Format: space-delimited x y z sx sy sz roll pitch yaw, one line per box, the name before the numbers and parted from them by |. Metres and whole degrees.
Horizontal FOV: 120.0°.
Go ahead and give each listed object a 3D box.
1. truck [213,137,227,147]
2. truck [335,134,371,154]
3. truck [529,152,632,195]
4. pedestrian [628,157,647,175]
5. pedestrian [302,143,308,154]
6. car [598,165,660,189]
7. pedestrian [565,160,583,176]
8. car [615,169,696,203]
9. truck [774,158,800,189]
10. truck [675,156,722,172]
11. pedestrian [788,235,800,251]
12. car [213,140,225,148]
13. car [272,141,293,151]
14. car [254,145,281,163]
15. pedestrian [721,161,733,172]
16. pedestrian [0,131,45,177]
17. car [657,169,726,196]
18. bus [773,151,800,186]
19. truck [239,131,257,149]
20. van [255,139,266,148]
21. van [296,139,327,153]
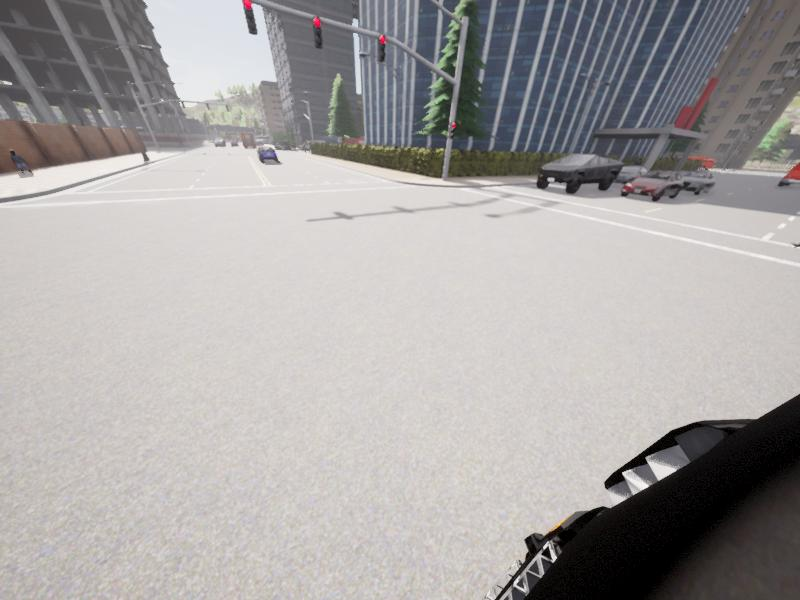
truck | -52.341 -46.008 67.242 2.390 2.098 6.274 -16 38 -26
truck | -12.189 -40.727 60.455 8.468 3.827 2.891 -17 38 -26
truck | 12.019 -8.492 15.402 6.274 2.098 2.390 -16 38 -26
pedestrian | 29.348 -16.604 28.549 0.751 1.860 0.751 -17 38 -26
pedestrian | -19.224 -30.678 46.722 0.751 1.860 0.751 -12 36 -20
car | 18.810 -10.200 18.987 4.674 1.442 1.812 -16 38 -26
pedestrian | 17.975 -13.634 23.869 0.751 1.300 0.751 -15 38 -24
car | 15.312 -6.944 13.870 4.193 1.474 1.816 -16 38 -26
truck | 41.423 -12.708 23.294 5.204 2.467 2.627 -16 38 -26
truck | 63.747 -29.222 49.516 2.627 2.467 5.204 -16 38 -26
pedestrian | 11.933 -1.964 6.329 0.751 1.300 0.751 -17 39 -27
car | -47.911 -41.319 61.159 2.033 1.411 5.357 -16 38 -26
car | -28.986 -38.044 57.106 3.866 1.878 1.905 5 34 4
car | -15.478 -17.013 26.918 2.007 1.525 4.514 -16 38 -26
pedestrian | 70.815 -28.921 50.009 0.751 1.860 0.751 -20 40 -30
pedestrian | -19.115 -7.206 11.426 0.751 1.860 0.751 -19 40 -29
car | 21.363 -8.668 16.938 4.181 1.385 1.994 -17 38 -26
bus | 49.695 -15.922 27.041 10.273 4.253 3.944 -16 38 -26
truck | -42.551 -44.831 64.577 2.891 3.827 8.468 -16 38 -26
van | -44.409 -49.767 73.437 2.069 2.038 4.480 -16 38 -26
van | -21.415 -37.406 56.144 6.366 2.431 2.351 -17 38 -26
